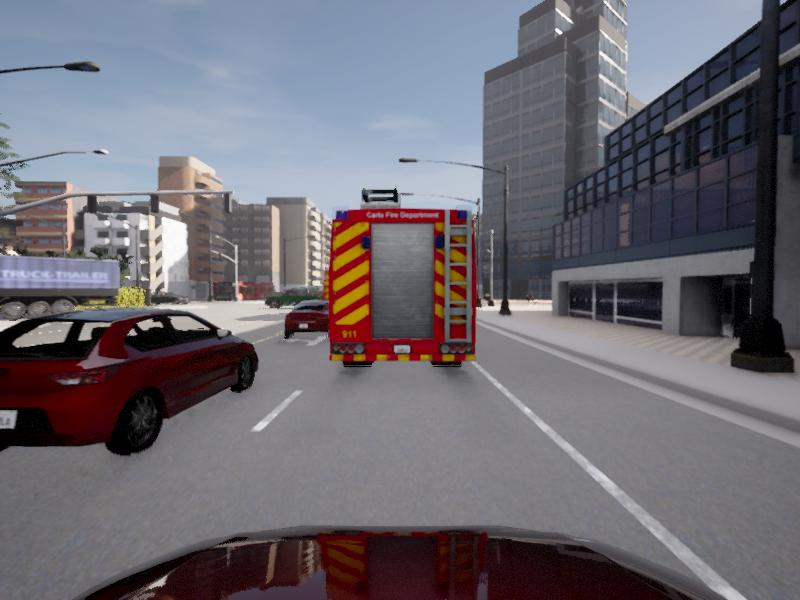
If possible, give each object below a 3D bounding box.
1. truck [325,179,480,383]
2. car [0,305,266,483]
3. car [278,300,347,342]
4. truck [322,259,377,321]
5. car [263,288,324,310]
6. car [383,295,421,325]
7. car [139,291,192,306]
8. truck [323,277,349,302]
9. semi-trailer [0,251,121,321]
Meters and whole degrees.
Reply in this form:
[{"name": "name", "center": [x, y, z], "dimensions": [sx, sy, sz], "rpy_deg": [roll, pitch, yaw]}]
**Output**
[{"name": "truck", "center": [0.065, -0.393, 11.741], "dimensions": [2.891, 3.827, 8.468], "rpy_deg": [0, 1, 0]}, {"name": "car", "center": [-3.474, 0.838, 5.555], "dimensions": [1.816, 1.474, 4.193], "rpy_deg": [0, 0, 0]}, {"name": "car", "center": [-3.425, 0.737, 16.529], "dimensions": [1.812, 1.442, 4.674], "rpy_deg": [0, 1, 0]}, {"name": "truck", "center": [-3.364, -0.747, 29.115], "dimensions": [2.891, 3.827, 8.468], "rpy_deg": [0, 2, 0]}, {"name": "car", "center": [-10.328, -0.133, 38.967], "dimensions": [5.566, 2.045, 2.150], "rpy_deg": [0, 1, -13]}, {"name": "car", "center": [0.128, 0.529, 23.971], "dimensions": [2.038, 1.542, 4.974], "rpy_deg": [0, 1, 1]}, {"name": "car", "center": [-27.562, -0.174, 47.192], "dimensions": [5.027, 1.651, 2.152], "rpy_deg": [0, 2, 1]}, {"name": "truck", "center": [-10.189, -1.702, 64.831], "dimensions": [2.891, 3.827, 8.468], "rpy_deg": [0, 1, 0]}, {"name": "semi-trailer", "center": [-26.711, -0.907, 25.597], "dimensions": [14.254, 4.402, 2.717], "rpy_deg": [-2, 2, -45]}]
